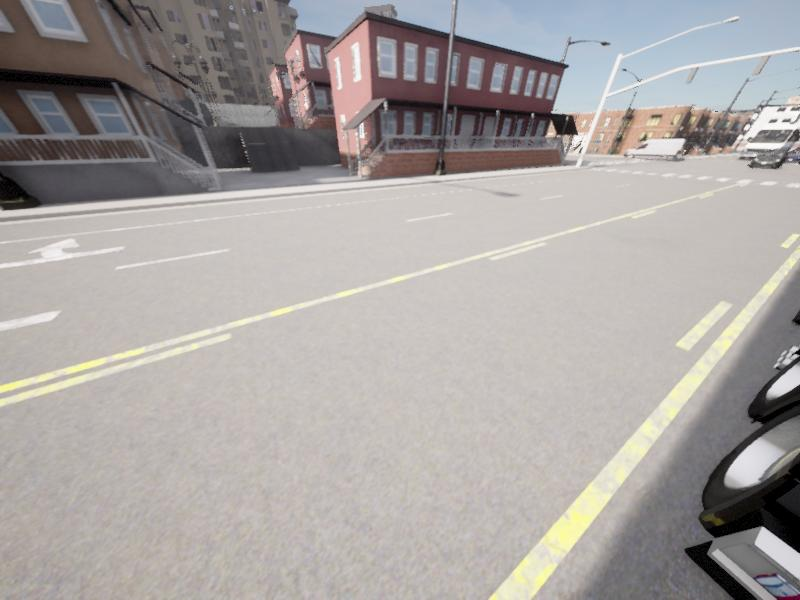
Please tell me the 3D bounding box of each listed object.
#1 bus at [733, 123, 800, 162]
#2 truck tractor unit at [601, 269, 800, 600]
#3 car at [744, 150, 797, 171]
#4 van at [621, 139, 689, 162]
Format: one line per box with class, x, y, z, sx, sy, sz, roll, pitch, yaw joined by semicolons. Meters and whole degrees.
bus;55.751;-23.375;34.430;10.273;4.253;3.944;-18;38;-24
truck tractor unit;5.118;-0.293;0.776;6.516;4.208;3.053;-18;39;-24
car;37.518;-14.213;23.396;3.988;1.617;1.851;-18;39;-24
van;36.858;-21.859;33.620;1.988;2.561;5.915;-26;42;-31
